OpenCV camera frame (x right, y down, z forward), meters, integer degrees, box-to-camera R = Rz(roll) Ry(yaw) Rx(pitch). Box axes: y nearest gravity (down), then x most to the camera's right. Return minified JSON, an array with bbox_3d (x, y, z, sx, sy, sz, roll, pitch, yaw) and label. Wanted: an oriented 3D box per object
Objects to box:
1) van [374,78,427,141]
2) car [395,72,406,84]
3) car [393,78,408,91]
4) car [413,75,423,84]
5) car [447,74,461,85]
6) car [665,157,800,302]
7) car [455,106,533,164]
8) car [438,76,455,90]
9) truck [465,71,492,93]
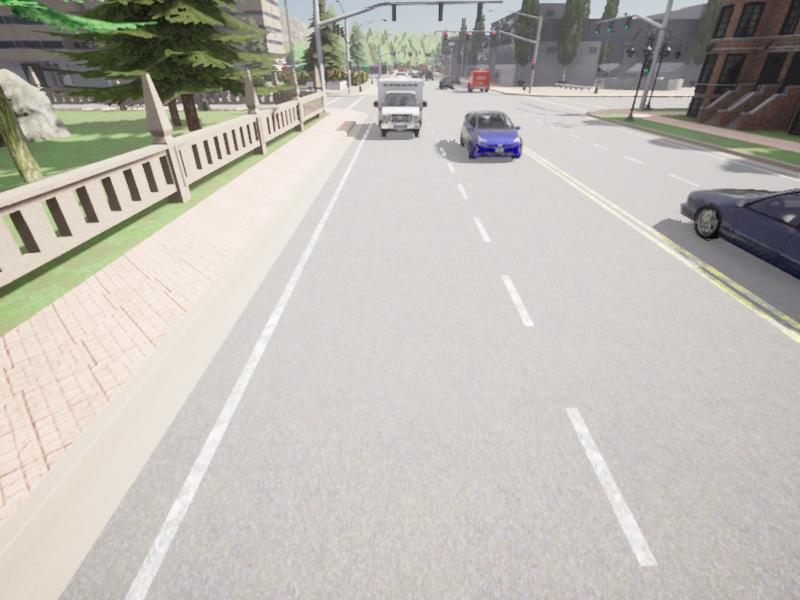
[{"bbox_3d":[0.020,-10.080,20.845,2.351,2.431,6.366,0,30,0],"label":"van"},{"bbox_3d":[0.081,-43.784,78.889,2.150,2.045,5.566,0,30,0],"label":"car"},{"bbox_3d":[0.059,-32.061,59.459,2.033,1.411,5.357,0,30,0],"label":"car"},{"bbox_3d":[3.581,-43.961,79.665,1.845,1.501,3.633,0,30,0],"label":"car"},{"bbox_3d":[10.580,-43.409,78.764,2.242,1.667,4.611,0,30,0],"label":"car"},{"bbox_3d":[7.010,-1.017,6.375,2.033,1.411,5.357,0,30,0],"label":"car"},{"bbox_3d":[3.515,-6.664,15.899,2.007,1.525,4.514,0,30,0],"label":"car"},{"bbox_3d":[7.063,-33.402,61.528,2.033,1.649,4.856,0,30,0],"label":"car"},{"bbox_3d":[10.556,-29.590,54.193,2.627,2.467,5.204,0,30,0],"label":"truck"}]
